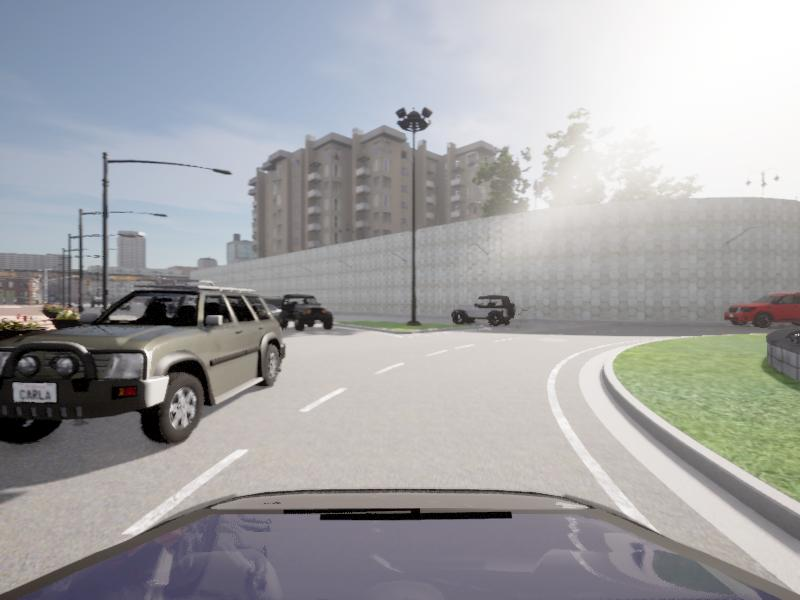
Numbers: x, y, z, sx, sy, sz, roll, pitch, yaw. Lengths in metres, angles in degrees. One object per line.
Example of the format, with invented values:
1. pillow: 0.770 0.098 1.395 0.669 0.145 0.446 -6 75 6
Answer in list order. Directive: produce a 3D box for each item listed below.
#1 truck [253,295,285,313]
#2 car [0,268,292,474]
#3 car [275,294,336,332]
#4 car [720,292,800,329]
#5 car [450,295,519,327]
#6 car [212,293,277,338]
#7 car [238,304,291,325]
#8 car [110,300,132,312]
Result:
1. truck: -16.221 0.496 49.379 2.390 2.098 6.274 0 0 -31
2. car: -3.259 0.645 5.949 1.932 1.855 4.605 1 0 1
3. car: -5.229 0.629 21.776 1.905 1.878 3.866 0 0 -36
4. car: 22.549 0.600 23.503 5.566 2.045 2.150 0 0 9
5. car: 5.291 0.646 25.161 3.866 1.878 1.905 0 0 31
6. car: -7.375 0.622 18.777 1.905 1.878 3.866 0 1 -36
7. car: -9.244 0.918 27.096 1.895 1.301 4.718 0 0 -39
8. car: -37.501 0.760 53.652 1.837 1.490 4.892 0 0 -42
